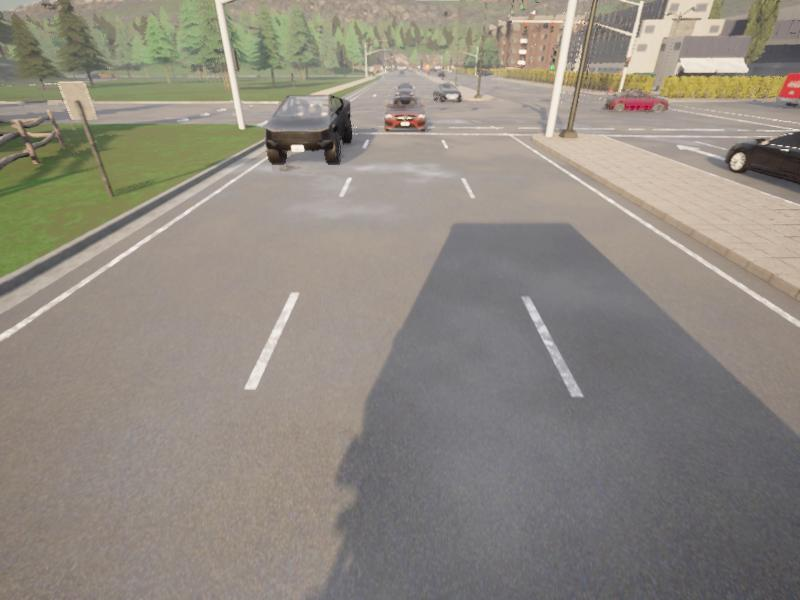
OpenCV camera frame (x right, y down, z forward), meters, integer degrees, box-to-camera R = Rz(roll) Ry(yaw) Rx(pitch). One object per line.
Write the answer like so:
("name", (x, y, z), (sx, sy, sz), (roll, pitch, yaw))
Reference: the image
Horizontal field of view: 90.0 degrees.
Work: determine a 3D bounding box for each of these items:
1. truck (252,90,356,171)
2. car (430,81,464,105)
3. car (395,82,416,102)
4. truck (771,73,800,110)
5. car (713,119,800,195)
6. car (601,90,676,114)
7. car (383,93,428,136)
("truck", (-3.275, -6.751, 15.404), (2.390, 2.098, 6.274), (0, 30, 0))
("car", (4.309, -19.395, 37.392), (2.033, 1.649, 4.856), (-5, 30, -6))
("car", (0.495, -20.744, 39.786), (2.038, 1.542, 4.974), (0, 31, 0))
("truck", (33.445, -16.433, 31.466), (5.204, 2.467, 2.627), (0, 30, 1))
("car", (11.689, -4.014, 11.308), (1.837, 1.490, 4.892), (0, 30, 0))
("car", (17.521, -14.703, 29.630), (4.181, 1.385, 1.994), (4, 31, 7))
("car", (0.279, -10.196, 21.734), (2.152, 1.651, 5.027), (0, 30, 0))
